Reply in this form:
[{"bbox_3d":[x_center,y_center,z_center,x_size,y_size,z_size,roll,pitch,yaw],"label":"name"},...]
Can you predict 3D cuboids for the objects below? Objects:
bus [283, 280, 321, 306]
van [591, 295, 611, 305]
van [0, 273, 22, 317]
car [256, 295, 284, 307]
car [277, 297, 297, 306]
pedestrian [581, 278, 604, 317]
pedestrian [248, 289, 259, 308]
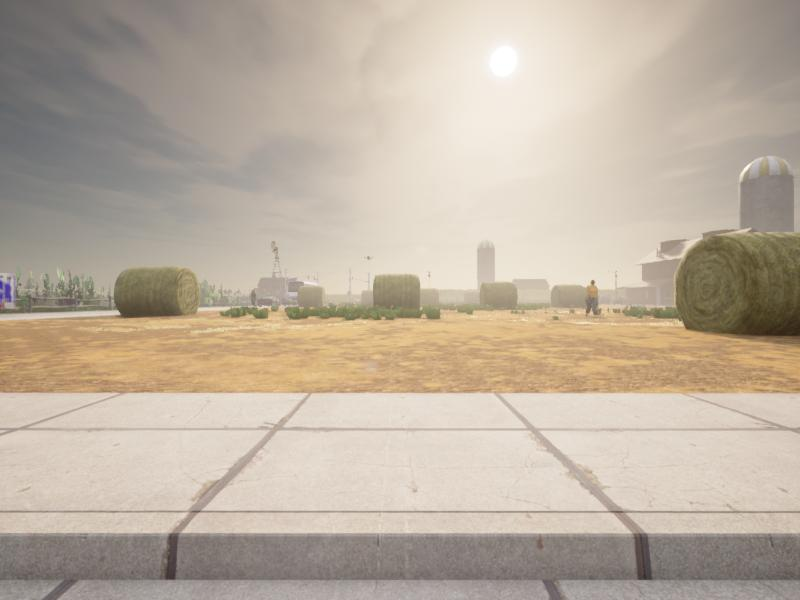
[{"bbox_3d":[-17.491,-1.186,72.674,3.944,4.253,10.273,0,0,3],"label":"bus"},{"bbox_3d":[39.266,0.002,78.275,1.775,1.987,4.442,0,0,-1],"label":"van"},{"bbox_3d":[-23.397,-0.275,20.202,2.351,2.431,6.366,0,0,3],"label":"van"},{"bbox_3d":[-18.168,0.123,56.124,1.930,1.638,5.238,0,0,3],"label":"car"},{"bbox_3d":[-17.830,0.206,63.155,1.816,1.474,4.193,0,0,3],"label":"car"},{"bbox_3d":[9.412,-0.137,19.582,0.751,1.860,0.751,0,0,-3],"label":"pedestrian"},{"bbox_3d":[-14.267,-0.160,38.995,0.751,1.860,0.751,0,0,7],"label":"pedestrian"}]
